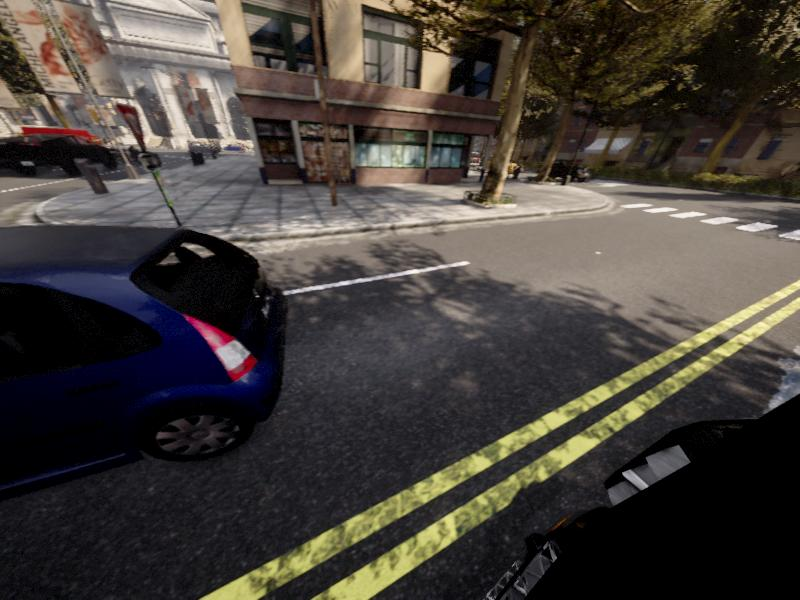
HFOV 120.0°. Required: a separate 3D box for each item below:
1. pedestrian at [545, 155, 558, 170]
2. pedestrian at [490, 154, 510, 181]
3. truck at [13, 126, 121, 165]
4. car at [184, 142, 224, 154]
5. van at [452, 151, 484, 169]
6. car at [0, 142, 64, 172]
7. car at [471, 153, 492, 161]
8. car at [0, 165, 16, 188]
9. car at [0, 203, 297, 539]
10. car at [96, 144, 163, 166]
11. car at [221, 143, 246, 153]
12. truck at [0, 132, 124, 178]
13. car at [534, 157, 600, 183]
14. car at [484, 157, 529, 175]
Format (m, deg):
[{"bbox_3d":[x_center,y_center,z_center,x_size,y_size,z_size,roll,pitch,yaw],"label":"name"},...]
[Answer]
[{"bbox_3d":[22.928,-20.794,34.905,0.751,1.860,0.751,-15,37,-24],"label":"pedestrian"},{"bbox_3d":[7.941,-10.574,18.459,0.751,1.860,0.751,-19,39,-29],"label":"pedestrian"},{"bbox_3d":[-27.962,-13.234,19.877,2.627,2.467,5.204,-11,36,-20],"label":"truck"},{"bbox_3d":[-33.892,-26.401,40.125,4.611,1.667,2.242,-11,36,-20],"label":"car"},{"bbox_3d":[10.006,-21.041,34.581,2.069,2.038,4.480,-11,36,-20],"label":"van"},{"bbox_3d":[-25.465,-9.429,15.189,1.970,1.475,3.806,-11,36,-20],"label":"car"},{"bbox_3d":[21.292,-37.264,60.319,5.008,1.535,1.882,-11,36,-19],"label":"car"},{"bbox_3d":[-18.128,-4.596,8.216,1.930,1.638,5.238,-11,36,-20],"label":"car"},{"bbox_3d":[-3.067,0.403,1.681,3.988,1.617,1.851,-10,35,-18],"label":"car"},{"bbox_3d":[-24.841,-13.601,21.508,2.128,1.511,4.902,-11,36,-20],"label":"car"},{"bbox_3d":[-33.464,-30.579,46.572,3.705,1.549,1.789,-12,36,-20],"label":"car"},{"bbox_3d":[-21.502,-9.352,14.771,2.390,2.098,6.274,-11,36,-20],"label":"truck"},{"bbox_3d":[16.097,-12.781,22.639,1.932,1.855,4.605,-11,36,-20],"label":"car"},{"bbox_3d":[13.032,-16.750,28.749,1.882,1.535,5.008,-11,36,-20],"label":"car"}]
